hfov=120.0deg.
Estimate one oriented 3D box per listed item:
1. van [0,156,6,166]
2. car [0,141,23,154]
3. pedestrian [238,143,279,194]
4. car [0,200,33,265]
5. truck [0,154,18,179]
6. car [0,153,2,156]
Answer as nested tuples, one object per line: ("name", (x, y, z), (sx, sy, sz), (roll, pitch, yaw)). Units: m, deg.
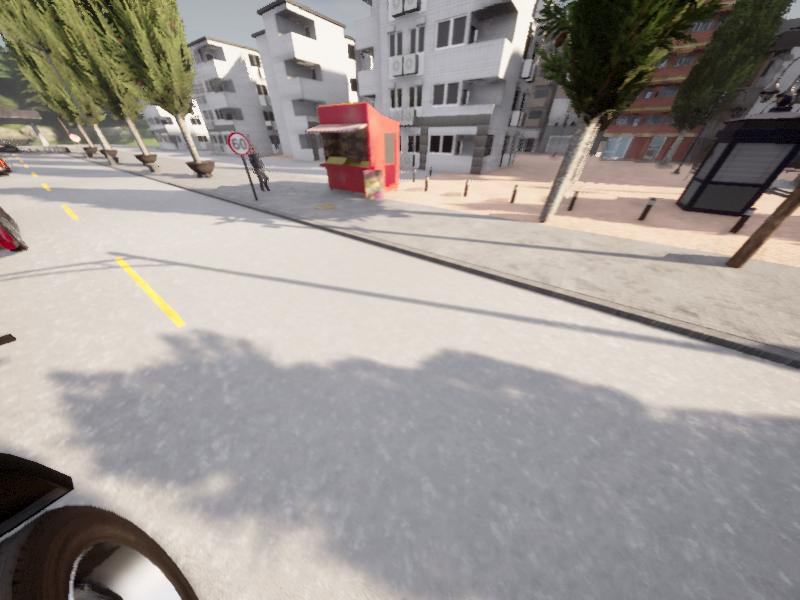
("van", (-37.805, -13.441, 20.412), (5.915, 2.561, 1.988), (22, 41, 28))
("car", (-58.177, -21.677, 32.783), (4.974, 1.542, 2.038), (-1, 36, -2))
("pedestrian", (-6.191, -5.776, 10.199), (0.751, 1.860, 0.751), (16, 38, 21))
("car", (-10.519, -1.740, 5.088), (4.181, 1.385, 1.994), (22, 41, 28))
("truck", (-27.429, -9.134, 14.463), (5.204, 2.467, 2.627), (22, 41, 28))
("car", (-52.920, -19.115, 28.878), (3.866, 1.878, 1.905), (15, 37, 19))
